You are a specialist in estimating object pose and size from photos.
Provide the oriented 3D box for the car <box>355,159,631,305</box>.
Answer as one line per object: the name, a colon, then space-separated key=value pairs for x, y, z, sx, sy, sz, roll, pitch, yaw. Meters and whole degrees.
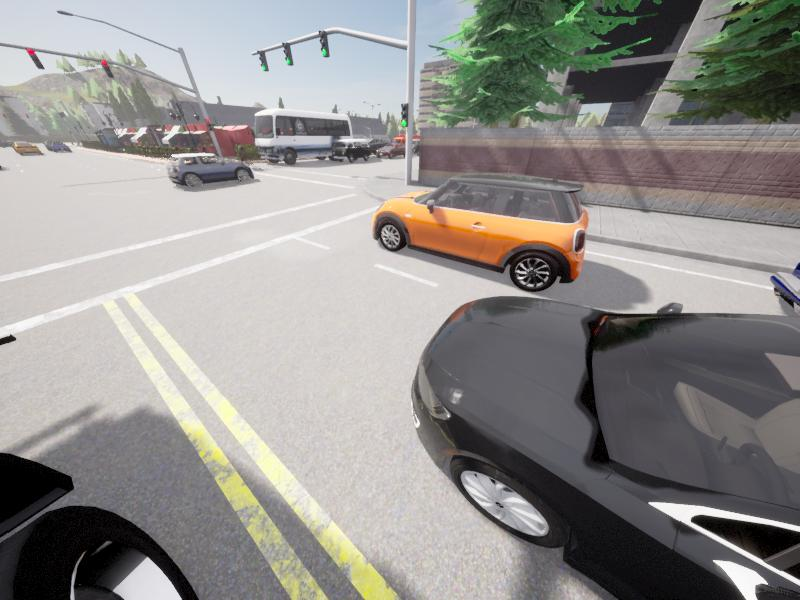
car: x=1.515 y=-1.895 z=5.059 sx=4.553 sy=1.767 sz=2.097 roll=22 pitch=41 yaw=28

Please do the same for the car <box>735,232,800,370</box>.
car: x=7.250 y=0.641 z=1.931 sx=4.718 sy=1.301 sz=1.895 roll=22 pitch=41 yaw=28

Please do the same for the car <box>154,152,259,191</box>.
car: x=-10.605 y=-7.349 z=12.977 sx=1.970 sy=1.475 sz=3.806 roll=22 pitch=41 yaw=27

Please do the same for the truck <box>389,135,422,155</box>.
truck: x=0.912 y=-24.496 z=36.452 sx=2.627 sy=2.467 sz=5.204 roll=22 pitch=41 yaw=28

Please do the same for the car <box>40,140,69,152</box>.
car: x=-61.058 y=-27.266 z=40.787 sx=4.856 sy=1.649 sz=2.033 roll=22 pitch=41 yaw=28

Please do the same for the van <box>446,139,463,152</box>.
van: x=10.696 y=-30.389 z=45.305 sx=1.775 sy=1.987 sz=4.442 roll=16 pitch=39 yaw=22

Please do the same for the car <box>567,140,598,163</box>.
car: x=19.707 y=-16.079 z=24.910 sx=1.905 sy=1.878 sz=3.866 roll=22 pitch=41 yaw=28

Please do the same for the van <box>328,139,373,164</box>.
van: x=-5.049 y=-15.856 z=24.523 sx=2.069 sy=2.038 sz=4.480 roll=19 pitch=39 yaw=24

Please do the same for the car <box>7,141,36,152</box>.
car: x=-63.716 y=-25.849 z=38.835 sx=5.008 sy=1.535 sz=1.882 roll=22 pitch=41 yaw=28

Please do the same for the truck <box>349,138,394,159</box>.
truck: x=-3.668 y=-20.530 z=31.118 sx=2.390 sy=2.098 sz=6.274 roll=22 pitch=40 yaw=28

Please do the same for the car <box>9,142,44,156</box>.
car: x=-52.588 y=-21.354 z=32.530 sx=5.008 sy=1.535 sz=1.882 roll=22 pitch=40 yaw=27

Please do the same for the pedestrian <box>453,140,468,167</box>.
pedestrian: x=5.046 y=-12.183 z=19.229 sx=0.751 sy=1.860 sz=0.751 roll=20 pitch=40 yaw=26

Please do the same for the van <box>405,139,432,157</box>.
van: x=2.683 y=-22.218 z=33.656 sx=1.775 sy=1.987 sz=4.442 roll=22 pitch=41 yaw=28

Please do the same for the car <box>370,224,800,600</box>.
car: x=2.365 y=1.036 z=1.164 sx=4.892 sy=1.490 sz=1.837 roll=22 pitch=41 yaw=28

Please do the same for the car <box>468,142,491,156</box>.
car: x=12.089 y=-22.786 z=34.857 sx=1.851 sy=1.617 sz=3.988 roll=22 pitch=40 yaw=28

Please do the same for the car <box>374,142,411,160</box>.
car: x=-0.866 y=-19.117 z=29.545 sx=2.152 sy=1.651 sz=5.027 roll=22 pitch=40 yaw=28

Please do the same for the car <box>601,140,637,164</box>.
car: x=22.119 y=-15.101 z=23.539 sx=1.905 sy=1.878 sz=3.866 roll=22 pitch=41 yaw=28

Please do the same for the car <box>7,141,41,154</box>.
car: x=-58.109 y=-23.555 z=35.665 sx=4.792 sy=1.488 sz=2.163 roll=22 pitch=41 yaw=28

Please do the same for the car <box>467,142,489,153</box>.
car: x=14.584 y=-28.380 z=42.896 sx=2.128 sy=1.511 sz=4.902 roll=22 pitch=40 yaw=28

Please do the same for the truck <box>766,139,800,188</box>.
truck: x=22.655 y=-6.918 z=11.473 sx=2.615 sy=2.467 sz=5.204 roll=22 pitch=41 yaw=28

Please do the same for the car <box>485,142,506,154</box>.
car: x=16.780 y=-26.664 z=40.456 sx=1.882 sy=1.535 sz=5.008 roll=22 pitch=40 yaw=28

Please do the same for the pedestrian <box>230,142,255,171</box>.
pedestrian: x=-12.245 y=-11.189 z=17.967 sx=0.751 sy=1.860 sz=0.751 roll=12 pitch=37 yaw=17

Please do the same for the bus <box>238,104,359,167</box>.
bus: x=-9.333 y=-16.574 z=23.593 sx=3.944 sy=4.253 sz=10.273 roll=22 pitch=41 yaw=28

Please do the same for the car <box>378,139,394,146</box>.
car: x=-4.362 y=-50.630 z=74.158 sx=4.611 sy=1.667 sz=2.242 roll=22 pitch=41 yaw=28

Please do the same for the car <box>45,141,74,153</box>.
car: x=-55.707 y=-25.028 z=37.779 sx=4.193 sy=1.474 sz=1.816 roll=22 pitch=41 yaw=28

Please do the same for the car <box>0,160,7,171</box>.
car: x=-33.606 y=-11.124 z=18.188 sx=4.792 sy=1.488 sz=2.163 roll=22 pitch=41 yaw=28

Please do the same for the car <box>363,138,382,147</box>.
car: x=-6.951 y=-39.892 z=58.600 sx=4.605 sy=1.855 sz=1.932 roll=22 pitch=41 yaw=28

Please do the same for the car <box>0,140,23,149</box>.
car: x=-86.078 y=-33.877 z=50.158 sx=2.128 sy=1.511 sz=4.902 roll=-14 pitch=38 yaw=-20
